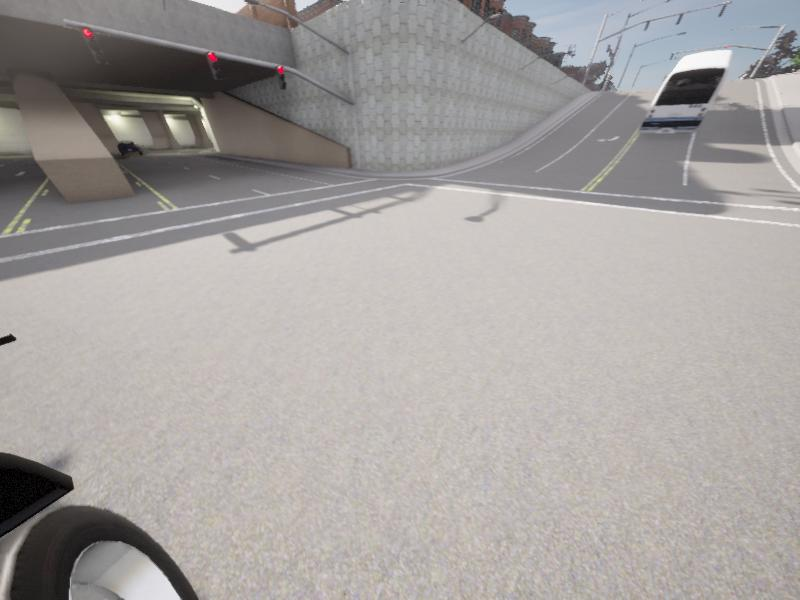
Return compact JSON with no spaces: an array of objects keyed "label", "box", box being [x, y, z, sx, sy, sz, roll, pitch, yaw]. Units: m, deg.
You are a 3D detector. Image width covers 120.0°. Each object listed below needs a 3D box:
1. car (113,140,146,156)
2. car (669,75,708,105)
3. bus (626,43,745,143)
[{"label":"car","box":[-37.564,-21.240,32.192,2.152,1.651,5.027,-26,43,-31]},{"label":"car","box":[30.978,-22.559,24.787,1.801,1.575,5.366,29,57,33]},{"label":"bus","box":[23.599,-17.155,19.155,3.944,4.253,10.273,28,58,33]}]
